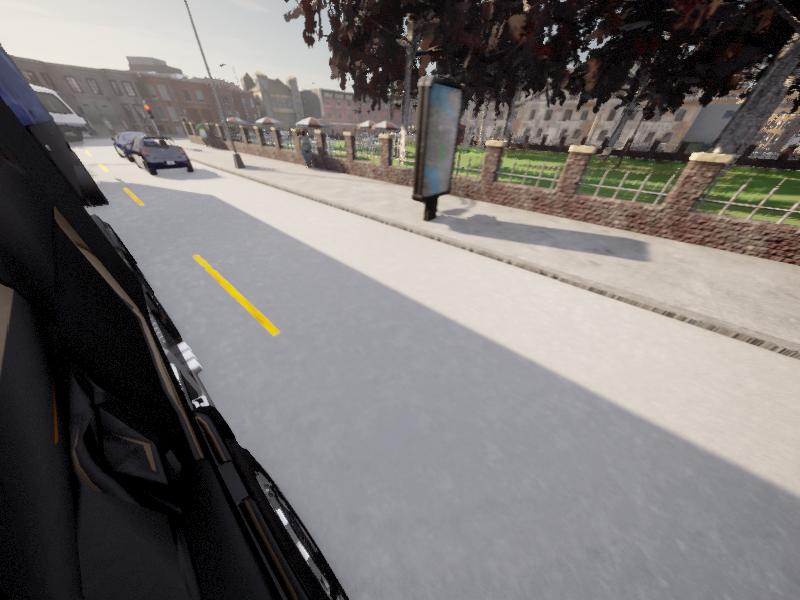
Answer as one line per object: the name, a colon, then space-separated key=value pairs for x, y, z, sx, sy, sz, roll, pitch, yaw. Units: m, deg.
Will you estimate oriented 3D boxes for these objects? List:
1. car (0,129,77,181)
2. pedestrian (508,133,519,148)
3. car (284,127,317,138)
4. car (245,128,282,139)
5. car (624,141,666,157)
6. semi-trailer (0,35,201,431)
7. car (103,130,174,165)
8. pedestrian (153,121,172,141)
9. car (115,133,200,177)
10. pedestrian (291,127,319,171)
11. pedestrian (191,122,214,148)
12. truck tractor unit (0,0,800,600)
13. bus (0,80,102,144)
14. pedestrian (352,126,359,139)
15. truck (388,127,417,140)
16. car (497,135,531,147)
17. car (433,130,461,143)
car: x=-16.721 y=-6.603 z=10.310 sx=4.514 sy=1.525 sz=2.007 roll=28 pitch=44 yaw=30
pedestrian: x=17.621 y=-24.775 z=35.817 sx=0.751 sy=1.860 sz=0.751 roll=-23 pitch=44 yaw=-30
car: x=-17.986 y=-30.342 z=41.930 sx=1.882 sy=1.535 sz=5.008 roll=28 pitch=44 yaw=30
car: x=-22.283 y=-27.258 z=37.797 sx=1.895 sy=1.301 sz=4.718 roll=28 pitch=44 yaw=30
car: x=34.399 y=-21.339 z=32.571 sx=3.633 sy=1.501 sz=1.845 roll=28 pitch=44 yaw=30
semi-trailer: x=-8.662 y=-3.605 z=4.297 sx=14.254 sy=4.402 sz=2.717 roll=28 pitch=44 yaw=31
car: x=-16.262 y=-9.571 z=14.364 sx=4.674 sy=1.442 sz=1.812 roll=27 pitch=43 yaw=29
pedestrian: x=-27.432 y=-19.530 z=26.707 sx=0.751 sy=1.860 sz=0.751 roll=28 pitch=44 yaw=30
car: x=-11.965 y=-7.249 z=11.410 sx=3.633 sy=1.501 sz=1.845 roll=28 pitch=44 yaw=30
pedestrian: x=-5.002 y=-7.994 z=12.268 sx=0.751 sy=1.860 sz=0.751 roll=28 pitch=44 yaw=30
pedestrian: x=-17.331 y=-14.506 z=20.323 sx=0.751 sy=1.860 sz=0.751 roll=28 pitch=44 yaw=30
truck tractor unit: x=-2.645 y=-0.295 z=0.351 sx=6.516 sy=4.208 sz=3.053 roll=28 pitch=44 yaw=30
bus: x=-34.839 y=-16.149 z=19.851 sx=3.944 sy=4.253 sz=10.273 roll=28 pitch=43 yaw=30
pedestrian: x=-8.142 y=-30.340 z=41.944 sx=0.751 sy=1.860 sz=0.751 roll=25 pitch=43 yaw=28
truck: x=0.508 y=-38.197 z=52.889 sx=6.274 sy=2.098 sz=2.390 roll=13 pitch=38 yaw=14
car: x=20.505 y=-28.642 z=41.629 sx=4.902 sy=1.511 sz=2.128 roll=28 pitch=44 yaw=30
car: x=9.074 y=-31.740 z=44.877 sx=4.605 sy=1.855 sz=1.932 roll=29 pitch=44 yaw=30
